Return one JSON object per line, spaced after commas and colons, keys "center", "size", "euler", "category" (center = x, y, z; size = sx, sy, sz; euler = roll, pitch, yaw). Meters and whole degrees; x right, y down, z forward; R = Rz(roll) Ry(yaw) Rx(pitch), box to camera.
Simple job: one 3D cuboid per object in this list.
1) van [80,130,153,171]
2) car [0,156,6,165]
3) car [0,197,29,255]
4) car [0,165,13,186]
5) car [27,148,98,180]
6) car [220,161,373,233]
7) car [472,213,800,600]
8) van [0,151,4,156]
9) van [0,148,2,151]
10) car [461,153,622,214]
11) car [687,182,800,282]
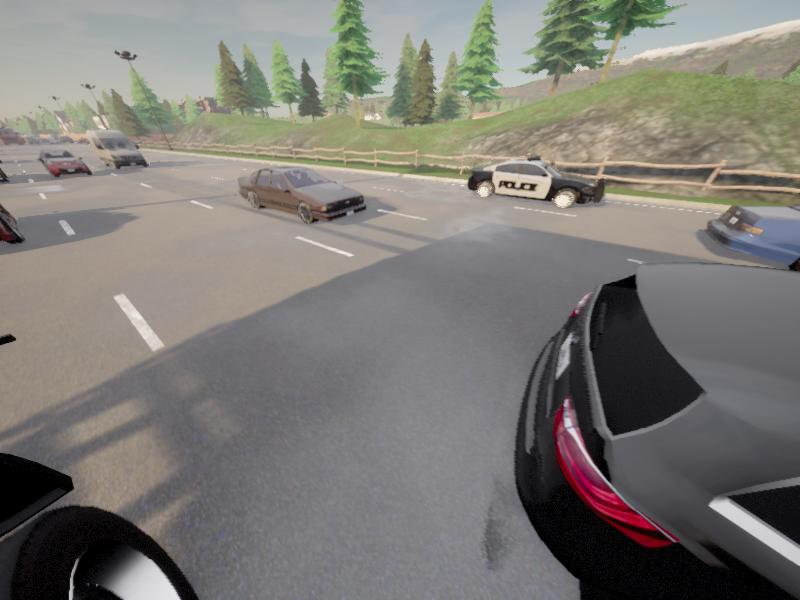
{"center": [-23.510, -12.469, 19.144], "size": [5.915, 2.561, 1.988], "euler": [23, 41, 28], "category": "van"}
{"center": [-38.801, -13.366, 21.201], "size": [4.792, 1.488, 2.163], "euler": [22, 41, 28], "category": "car"}
{"center": [-11.244, -2.029, 5.490], "size": [4.181, 1.385, 1.994], "euler": [22, 41, 28], "category": "car"}
{"center": [-24.142, -7.418, 12.785], "size": [5.027, 1.651, 2.152], "euler": [22, 41, 28], "category": "car"}
{"center": [-22.028, -8.983, 15.097], "size": [3.633, 1.501, 1.845], "euler": [23, 41, 28], "category": "car"}
{"center": [-3.714, -3.891, 8.167], "size": [5.357, 1.411, 2.033], "euler": [22, 41, 28], "category": "car"}
{"center": [3.022, 1.219, 0.744], "size": [4.611, 1.667, 2.242], "euler": [23, 41, 27], "category": "car"}
{"center": [-53.903, -19.764, 29.642], "size": [4.480, 2.038, 2.069], "euler": [20, 41, 26], "category": "van"}
{"center": [-68.852, -26.066, 38.091], "size": [6.366, 2.431, 2.351], "euler": [22, 41, 28], "category": "van"}
{"center": [5.553, -5.134, 9.793], "size": [5.238, 1.638, 1.930], "euler": [22, 41, 28], "category": "car"}
{"center": [9.578, -0.915, 4.070], "size": [5.357, 1.411, 2.033], "euler": [22, 41, 28], "category": "car"}
